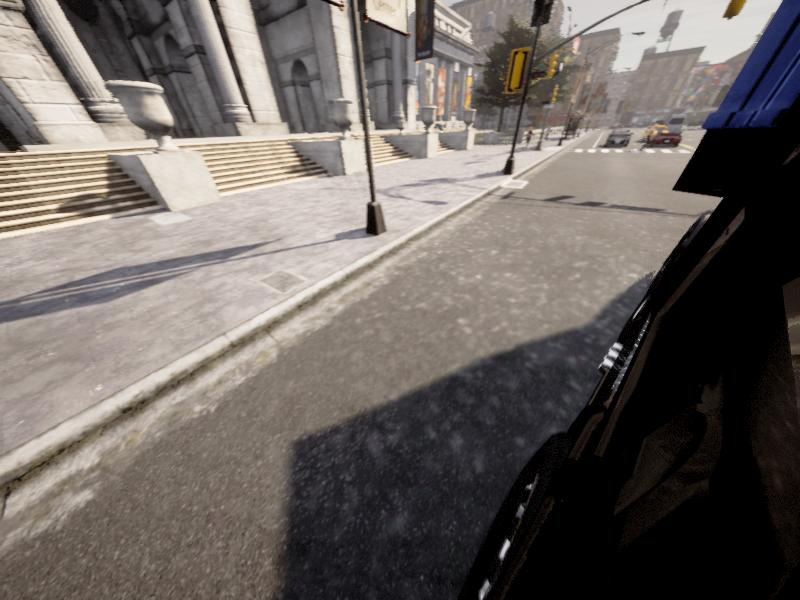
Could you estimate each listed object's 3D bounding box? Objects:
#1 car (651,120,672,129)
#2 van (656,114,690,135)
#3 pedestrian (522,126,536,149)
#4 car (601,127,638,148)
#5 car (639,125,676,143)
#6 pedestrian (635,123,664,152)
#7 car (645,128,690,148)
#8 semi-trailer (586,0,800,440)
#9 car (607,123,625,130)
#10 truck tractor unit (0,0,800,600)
[{"bbox_3d":[67.921,-45.575,60.039,5.027,1.651,2.152,-25,42,-27],"label":"car"},{"bbox_3d":[43.947,-28.374,37.379,1.988,2.561,5.915,22,43,29],"label":"van"},{"bbox_3d":[13.131,-16.559,23.507,0.751,1.860,0.751,17,41,25],"label":"pedestrian"},{"bbox_3d":[22.358,-16.642,23.640,2.128,1.511,4.902,22,43,29],"label":"car"},{"bbox_3d":[29.287,-19.051,26.464,1.882,1.535,5.008,21,43,29],"label":"car"},{"bbox_3d":[20.096,-13.091,18.622,0.751,1.860,0.751,-26,42,-28],"label":"pedestrian"},{"bbox_3d":[25.112,-15.382,21.880,1.994,1.385,4.181,22,43,29],"label":"car"},{"bbox_3d":[9.808,-2.424,2.628,14.254,4.402,2.717,-12,37,-13],"label":"semi-trailer"},{"bbox_3d":[63.161,-50.797,67.567,4.674,1.452,2.002,-24,41,-26],"label":"car"},{"bbox_3d":[2.645,-0.295,0.351,6.516,4.208,3.053,-28,44,-30],"label":"truck tractor unit"}]
